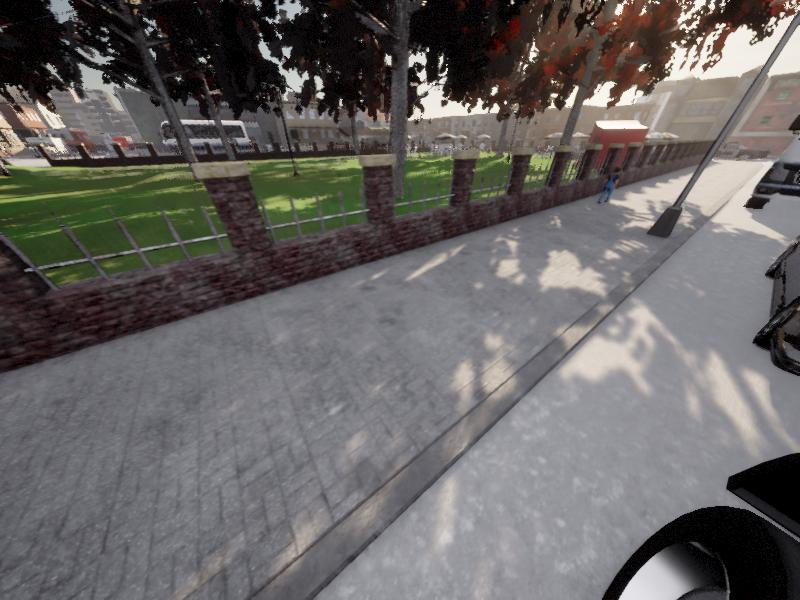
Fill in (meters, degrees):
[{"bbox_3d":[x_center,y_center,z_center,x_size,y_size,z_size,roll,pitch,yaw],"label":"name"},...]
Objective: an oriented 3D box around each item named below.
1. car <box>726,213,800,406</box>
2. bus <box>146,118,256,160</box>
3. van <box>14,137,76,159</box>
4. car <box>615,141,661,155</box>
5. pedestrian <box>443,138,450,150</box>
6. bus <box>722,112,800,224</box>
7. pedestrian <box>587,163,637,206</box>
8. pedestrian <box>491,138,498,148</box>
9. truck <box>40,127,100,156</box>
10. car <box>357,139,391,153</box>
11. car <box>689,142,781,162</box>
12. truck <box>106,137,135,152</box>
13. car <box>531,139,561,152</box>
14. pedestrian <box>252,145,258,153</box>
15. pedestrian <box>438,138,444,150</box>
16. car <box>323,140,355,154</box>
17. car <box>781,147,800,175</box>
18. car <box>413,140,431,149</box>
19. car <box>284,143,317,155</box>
[{"bbox_3d":[6.546,-0.166,2.880,5.357,1.411,2.033,-23,41,-29],"label":"car"},{"bbox_3d":[-26.853,-22.399,32.186,10.273,4.253,3.944,-22,41,-28],"label":"bus"},{"bbox_3d":[-50.899,-22.005,33.408,2.351,2.431,6.366,-21,40,-27],"label":"van"},{"bbox_3d":[34.476,-22.112,33.569,1.851,1.617,3.988,-22,41,-28],"label":"car"},{"bbox_3d":[8.933,-29.799,44.217,0.751,1.860,0.751,-22,40,-27],"label":"pedestrian"},{"bbox_3d":[16.810,-5.647,8.084,10.273,4.253,3.944,-22,41,-28],"label":"bus"},{"bbox_3d":[7.803,-4.284,8.563,0.751,1.300,0.751,-23,41,-28],"label":"pedestrian"},{"bbox_3d":[21.300,-35.296,51.921,0.751,1.860,0.751,30,45,35],"label":"pedestrian"},{"bbox_3d":[-57.932,-28.142,40.955,2.891,3.827,8.468,-22,41,-28],"label":"truck"},{"bbox_3d":[-4.577,-27.877,41.680,5.566,2.045,2.150,-24,42,-30],"label":"car"},{"bbox_3d":[36.050,-16.211,25.165,1.930,1.638,5.238,-15,38,-20],"label":"car"},{"bbox_3d":[-61.397,-34.299,50.914,2.627,2.467,5.204,-23,42,-28],"label":"truck"},{"bbox_3d":[26.695,-28.442,42.358,1.905,1.878,3.866,-22,41,-28],"label":"car"},{"bbox_3d":[-24.806,-25.771,39.459,0.500,1.100,0.500,-10,36,-13],"label":"pedestrian"},{"bbox_3d":[7.801,-29.617,43.969,0.751,1.860,0.751,-20,40,-25],"label":"pedestrian"},{"bbox_3d":[-10.146,-25.622,38.677,4.605,1.855,1.932,-23,41,-28],"label":"car"},{"bbox_3d":[29.050,-9.935,16.112,3.866,1.878,1.905,-23,41,-29],"label":"car"},{"bbox_3d":[5.790,-41.036,60.852,2.097,1.767,4.553,-23,41,-28],"label":"car"},{"bbox_3d":[-16.737,-25.550,39.005,4.674,1.442,1.812,-22,41,-28],"label":"car"}]
